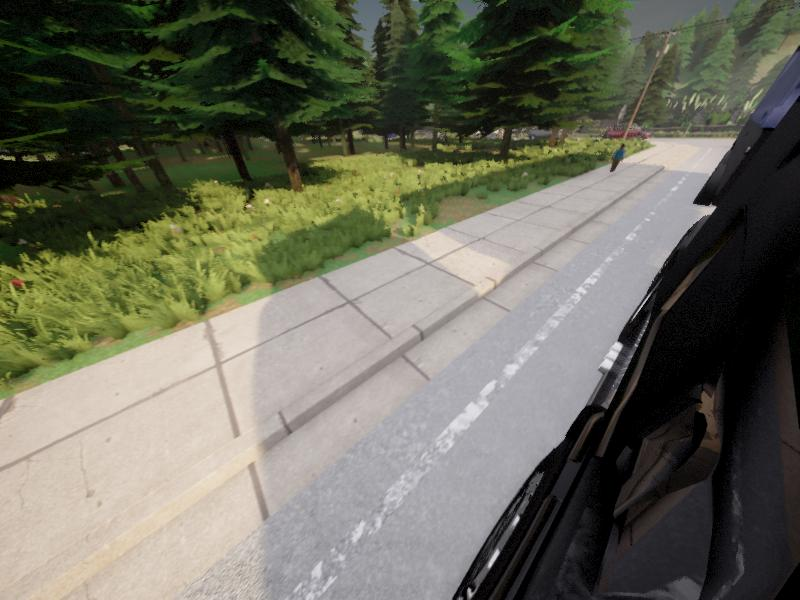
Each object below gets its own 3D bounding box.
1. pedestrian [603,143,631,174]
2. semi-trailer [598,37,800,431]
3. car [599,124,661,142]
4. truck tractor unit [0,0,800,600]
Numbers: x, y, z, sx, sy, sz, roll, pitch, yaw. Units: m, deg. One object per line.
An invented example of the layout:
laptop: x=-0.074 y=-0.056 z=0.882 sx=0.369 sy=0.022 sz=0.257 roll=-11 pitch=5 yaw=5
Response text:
pedestrian: x=9.609 y=-6.263 z=10.229 sx=0.500 sy=1.100 sz=0.500 roll=25 pitch=45 yaw=32
semi-trailer: x=8.665 y=-3.622 z=4.269 sx=14.254 sy=4.402 sz=2.717 roll=-28 pitch=44 yaw=-30
car: x=24.755 y=-18.060 z=25.016 sx=1.816 sy=1.474 sz=4.193 roll=-26 pitch=43 yaw=-28
truck tractor unit: x=2.645 y=-0.295 z=0.351 sx=6.516 sy=4.208 sz=3.053 roll=-28 pitch=44 yaw=-30
